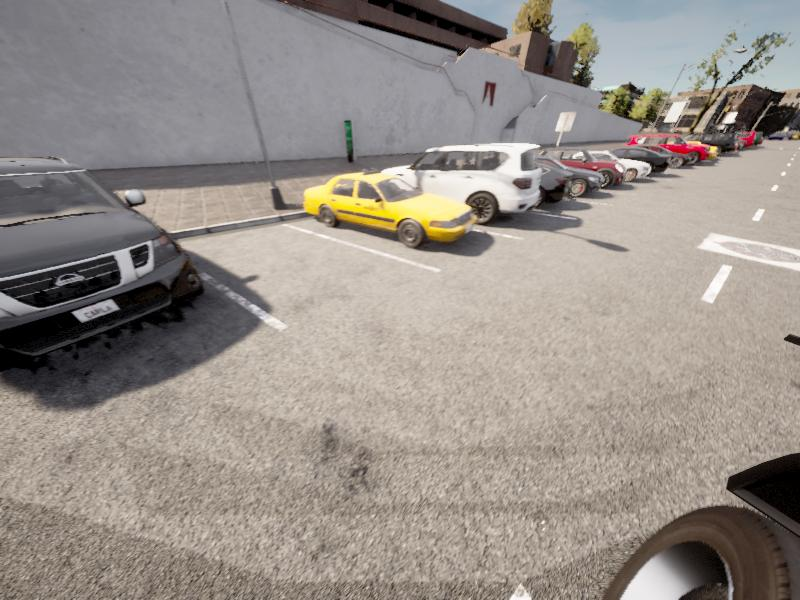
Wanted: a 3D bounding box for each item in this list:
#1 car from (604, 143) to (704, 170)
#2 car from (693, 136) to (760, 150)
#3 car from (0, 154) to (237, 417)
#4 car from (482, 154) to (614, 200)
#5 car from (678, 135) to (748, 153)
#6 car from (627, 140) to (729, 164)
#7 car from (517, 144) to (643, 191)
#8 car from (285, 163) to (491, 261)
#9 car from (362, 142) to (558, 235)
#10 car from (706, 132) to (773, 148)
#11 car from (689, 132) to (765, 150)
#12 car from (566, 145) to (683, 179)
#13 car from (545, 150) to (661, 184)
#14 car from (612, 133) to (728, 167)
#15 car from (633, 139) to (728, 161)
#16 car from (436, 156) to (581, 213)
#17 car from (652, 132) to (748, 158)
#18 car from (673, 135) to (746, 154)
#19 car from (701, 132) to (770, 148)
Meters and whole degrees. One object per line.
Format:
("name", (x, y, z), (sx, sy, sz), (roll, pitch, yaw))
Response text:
("car", (18.967, -11.046, 17.704), (4.792, 1.488, 2.163), (21, 41, 29))
("car", (48.286, -23.398, 34.405), (5.366, 1.575, 1.946), (21, 41, 29))
("car", (-5.629, -1.046, 3.689), (5.566, 2.045, 2.435), (21, 40, 29))
("car", (6.650, -5.890, 10.830), (4.674, 1.452, 2.002), (21, 40, 29))
("car", (38.576, -19.394, 28.707), (4.553, 1.767, 2.185), (21, 40, 29))
("car", (24.011, -13.085, 20.366), (5.366, 1.575, 1.946), (21, 41, 29))
("car", (9.080, -7.063, 12.129), (4.553, 1.767, 2.185), (21, 40, 29))
("car", (-0.583, -2.810, 6.544), (5.366, 1.575, 1.946), (21, 40, 29))
("car", (1.698, -4.094, 7.894), (5.566, 2.045, 2.435), (21, 41, 29))
("car", (55.873, -26.566, 38.321), (5.566, 2.045, 2.435), (21, 40, 29))
("car", (45.949, -22.539, 32.798), (5.566, 2.045, 2.435), (21, 41, 29))
("car", (14.027, -9.006, 14.938), (5.008, 1.535, 2.097), (21, 41, 29))
("car", (11.565, -7.947, 13.590), (4.674, 1.452, 2.002), (21, 40, 29))
("car", (21.419, -12.308, 18.924), (5.566, 2.045, 2.435), (21, 40, 29))
("car", (26.159, -14.226, 21.921), (5.366, 1.575, 1.946), (21, 41, 29))
("car", (4.159, -4.882, 9.441), (4.792, 1.488, 2.163), (21, 41, 29))
("car", (31.196, -16.430, 24.466), (5.566, 2.045, 2.435), (21, 41, 29))
("car", (36.166, -18.353, 27.283), (4.553, 1.767, 2.185), (21, 41, 29))
("car", (53.345, -25.573, 36.961), (5.566, 2.045, 2.435), (21, 41, 29))
